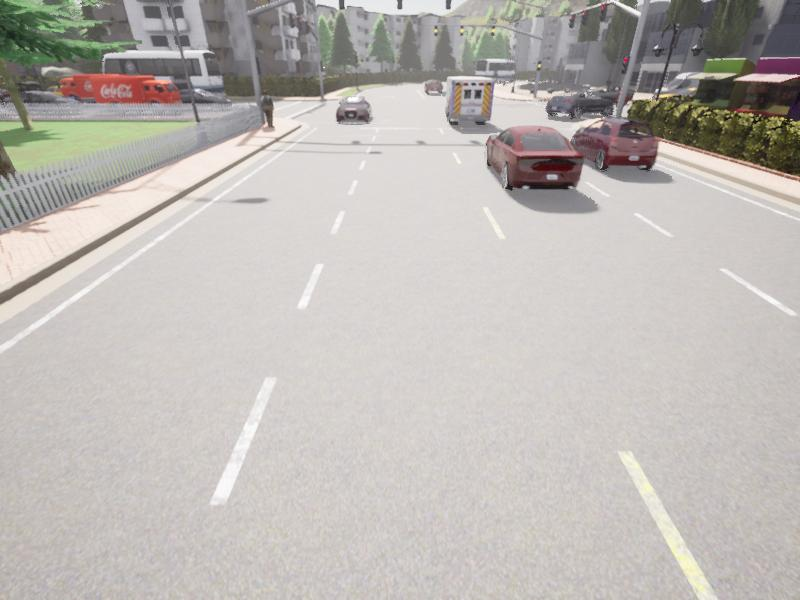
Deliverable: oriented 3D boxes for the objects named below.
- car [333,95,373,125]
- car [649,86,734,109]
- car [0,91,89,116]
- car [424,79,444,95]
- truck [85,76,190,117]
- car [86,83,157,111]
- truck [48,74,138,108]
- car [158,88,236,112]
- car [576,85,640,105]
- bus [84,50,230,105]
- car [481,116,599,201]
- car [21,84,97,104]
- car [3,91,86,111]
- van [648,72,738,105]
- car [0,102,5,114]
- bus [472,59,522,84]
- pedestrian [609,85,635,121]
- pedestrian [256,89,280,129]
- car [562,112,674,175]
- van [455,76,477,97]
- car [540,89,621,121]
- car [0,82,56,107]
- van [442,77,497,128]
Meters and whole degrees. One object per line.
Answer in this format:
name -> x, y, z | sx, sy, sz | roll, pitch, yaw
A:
car -> -2.903, -12.232, 25.615 | 1.994, 1.385, 4.181 | 1, 30, 1
car -> 24.323, -17.009, 33.550 | 5.366, 1.575, 1.801 | 1, 30, 2
car -> -25.946, -14.320, 29.097 | 4.892, 1.490, 1.837 | 1, 30, 2
car -> 4.341, -27.531, 51.558 | 2.152, 1.651, 5.027 | 0, 30, 0
truck -> -18.593, -14.616, 28.626 | 5.204, 2.467, 2.627 | 1, 30, 2
car -> -22.084, -16.190, 31.900 | 3.866, 1.878, 1.905 | 1, 30, 2
truck -> -26.606, -18.283, 34.918 | 5.204, 2.467, 2.627 | 1, 30, 2
car -> -16.013, -15.923, 31.812 | 4.902, 1.511, 2.128 | 1, 30, 2
car -> 19.002, -18.846, 36.757 | 4.514, 1.525, 2.007 | 1, 30, 2
bus -> -22.166, -20.683, 37.254 | 10.273, 4.253, 3.944 | 1, 30, 2
car -> 3.893, -4.517, 12.224 | 1.882, 1.535, 5.008 | 0, 31, 1
car -> -32.580, -19.769, 38.352 | 5.366, 1.575, 1.801 | 1, 30, 2
car -> -28.556, -16.045, 32.252 | 4.718, 1.301, 1.895 | 1, 30, 2
van -> 26.405, -19.172, 36.301 | 5.915, 2.561, 1.988 | 1, 30, 2
car -> -32.503, -14.433, 29.298 | 4.892, 1.490, 1.837 | 1, 30, 2
bus -> 19.971, -47.171, 82.567 | 10.273, 4.253, 3.944 | -22, 37, -33
pedestrian -> 13.473, -11.976, 24.317 | 0.751, 1.860, 0.751 | -26, 39, -37
pedestrian -> -6.968, -10.108, 21.150 | 0.751, 1.860, 0.751 | 0, 30, 1
car -> 7.417, -5.613, 14.106 | 1.845, 1.501, 3.633 | 0, 30, 1
van -> 7.863, -25.693, 48.042 | 1.775, 1.987, 4.442 | 0, 30, -1
car -> 12.336, -13.388, 27.321 | 5.027, 1.651, 2.152 | -16, 33, -26
car -> -33.372, -18.151, 35.274 | 3.866, 1.878, 1.905 | 1, 30, 2
van -> 4.091, -12.418, 24.873 | 2.351, 2.431, 6.366 | 1, 30, 1
